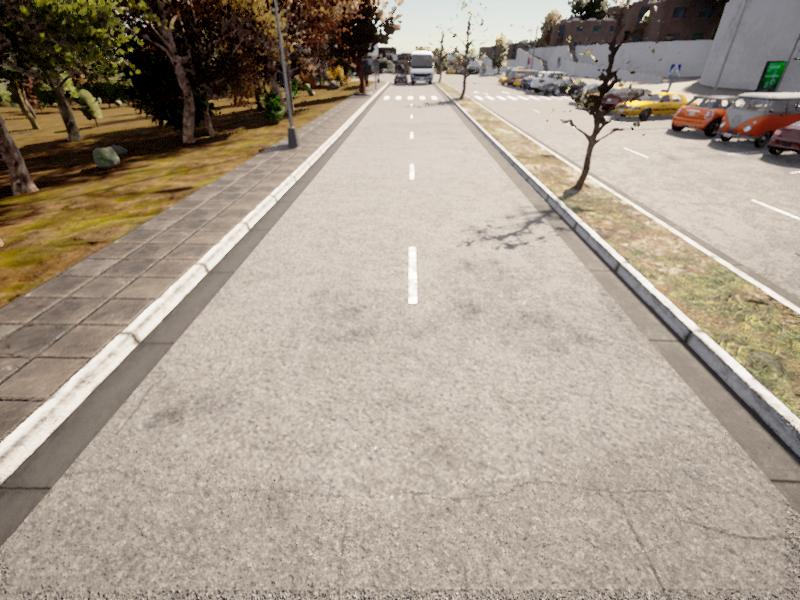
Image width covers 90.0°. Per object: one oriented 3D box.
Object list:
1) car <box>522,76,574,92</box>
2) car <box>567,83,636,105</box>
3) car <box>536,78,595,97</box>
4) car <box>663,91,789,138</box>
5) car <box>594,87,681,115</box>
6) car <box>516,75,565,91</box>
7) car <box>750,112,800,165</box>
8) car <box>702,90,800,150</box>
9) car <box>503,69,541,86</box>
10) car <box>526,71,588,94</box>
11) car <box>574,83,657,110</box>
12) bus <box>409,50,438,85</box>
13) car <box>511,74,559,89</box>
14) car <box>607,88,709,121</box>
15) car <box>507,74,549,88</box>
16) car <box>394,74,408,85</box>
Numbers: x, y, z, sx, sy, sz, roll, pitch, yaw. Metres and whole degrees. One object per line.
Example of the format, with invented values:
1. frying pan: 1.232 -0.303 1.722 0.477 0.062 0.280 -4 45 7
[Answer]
1. car: 16.697 -24.467 45.290 5.008 1.535 2.097 -9 33 -16
2. car: 16.324 -16.765 32.533 4.674 1.452 2.002 -9 32 -16
3. car: 16.556 -21.403 40.173 4.892 1.521 2.231 -9 33 -16
4. car: 15.938 -9.193 19.676 4.553 1.767 2.185 -9 32 -16
5. car: 16.210 -13.696 27.433 4.792 1.488 2.163 -9 32 -16
6. car: 16.758 -25.996 47.853 4.892 1.521 2.231 -9 32 -16
7. car: 15.815 -5.985 14.652 4.674 1.452 2.002 -9 32 -16
8. car: 15.787 -7.720 17.033 4.442 1.987 1.878 -9 33 -16
9. car: 16.875 -30.749 55.385 4.442 1.987 1.878 -9 32 -16
10. car: 16.649 -23.161 42.616 5.566 2.045 2.435 -9 32 -16
11. car: 16.082 -15.232 29.903 5.366 1.575 1.946 -9 33 -16
12. bus: 3.355 -35.346 60.867 3.944 4.253 10.273 1 31 1
13. car: 17.012 -27.555 50.465 5.366 1.575 1.946 -9 32 -16
14. car: 15.936 -12.145 24.799 5.366 1.575 1.946 -9 33 -16
15. car: 16.935 -29.030 53.000 4.792 1.488 2.163 -9 32 -16
16. car: 0.156 -32.254 58.482 1.994 1.385 4.181 1 31 1
